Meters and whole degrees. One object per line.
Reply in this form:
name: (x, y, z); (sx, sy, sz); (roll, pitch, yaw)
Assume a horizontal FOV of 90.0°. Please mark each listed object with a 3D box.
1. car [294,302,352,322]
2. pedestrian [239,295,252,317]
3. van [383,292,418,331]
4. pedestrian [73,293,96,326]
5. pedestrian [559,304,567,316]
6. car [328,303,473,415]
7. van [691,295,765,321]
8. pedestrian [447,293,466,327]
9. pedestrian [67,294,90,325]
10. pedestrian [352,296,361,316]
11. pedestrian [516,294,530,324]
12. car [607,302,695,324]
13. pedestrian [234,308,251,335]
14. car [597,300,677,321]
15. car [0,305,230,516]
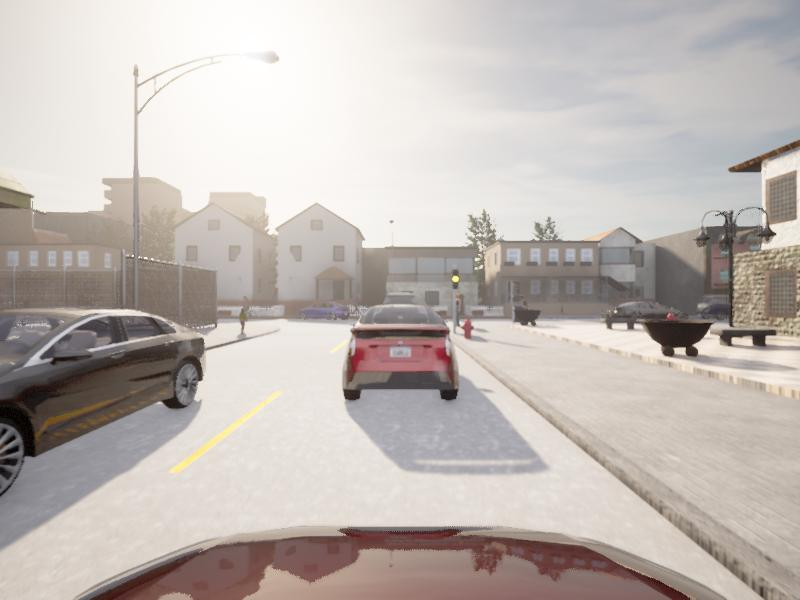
car: (-6.011, 0.872, 31.134); (4.193, 1.474, 1.816); (0, 0, 24)
pedestrian: (-13.182, 0.493, 34.117); (0.751, 1.860, 0.751); (0, 0, 3)
van: (-0.028, 0.611, 22.594); (1.775, 1.987, 4.442); (0, 0, -1)
pedestrian: (-18.183, 0.547, 23.062); (0.751, 1.860, 0.751); (0, 0, 0)
pedestrian: (15.298, 0.934, 37.583); (0.500, 1.100, 0.500); (0, 0, 1)
car: (0.006, 0.833, 7.782); (2.007, 1.525, 4.514); (0, 0, 0)
van: (26.047, 0.616, 31.887); (4.442, 1.987, 1.775); (0, 0, 0)
pedestrian: (3.110, 0.532, 21.917); (0.751, 1.860, 0.751); (0, 0, -27)
pedestrian: (-19.393, 0.548, 24.130); (0.751, 1.860, 0.751); (0, 0, 9)
pedestrian: (-4.129, 0.554, 37.900); (0.751, 1.860, 0.751); (0, 0, 0)
pedestrian: (7.635, 0.538, 24.813); (0.751, 1.860, 0.751); (0, 0, 12)
car: (17.360, 0.867, 27.889); (4.792, 1.488, 2.163); (0, 0, 0)
pedestrian: (-6.828, 0.924, 17.366); (0.500, 1.100, 0.500); (0, 0, 28)
car: (18.894, 0.819, 31.977); (5.366, 1.575, 1.801); (0, 0, -1)
car: (-4.017, 0.839, 4.486); (2.128, 1.511, 4.902); (0, 0, 0)
